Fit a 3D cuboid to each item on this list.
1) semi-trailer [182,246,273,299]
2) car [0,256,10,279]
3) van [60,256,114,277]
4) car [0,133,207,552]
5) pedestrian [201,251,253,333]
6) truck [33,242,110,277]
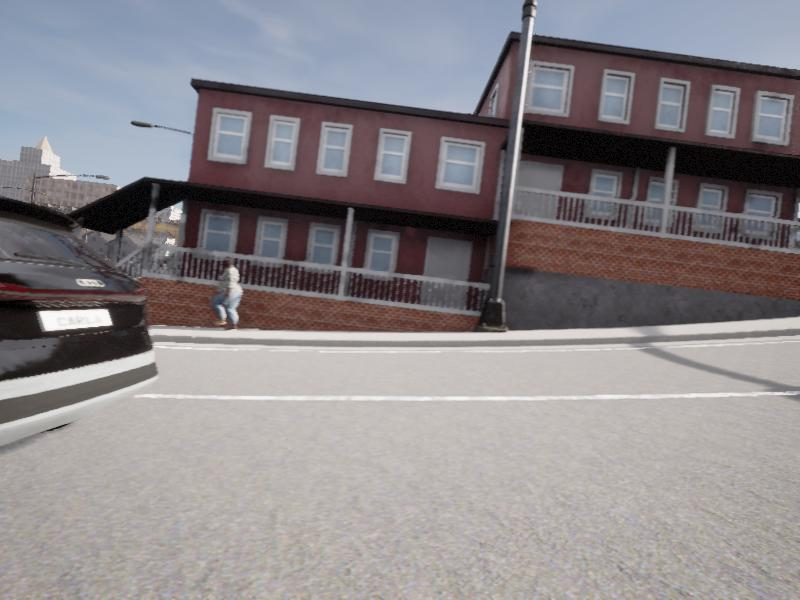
[{"bbox_3d":[-18.102,-2.550,43.862,2.717,4.402,14.254,7,0,2],"label":"semi-trailer"},{"bbox_3d":[-28.895,-2.387,26.085,1.882,1.535,5.008,7,0,0],"label":"car"},{"bbox_3d":[-48.030,-5.111,61.480,6.366,2.431,2.351,7,0,1],"label":"van"},{"bbox_3d":[-3.997,0.098,2.175,4.856,1.649,2.033,2,0,0],"label":"car"},{"bbox_3d":[-4.234,-0.190,9.865,0.751,1.860,0.751,7,0,-2],"label":"pedestrian"},{"bbox_3d":[-47.411,-5.741,57.922,8.468,3.827,2.891,7,0,0],"label":"truck"}]
